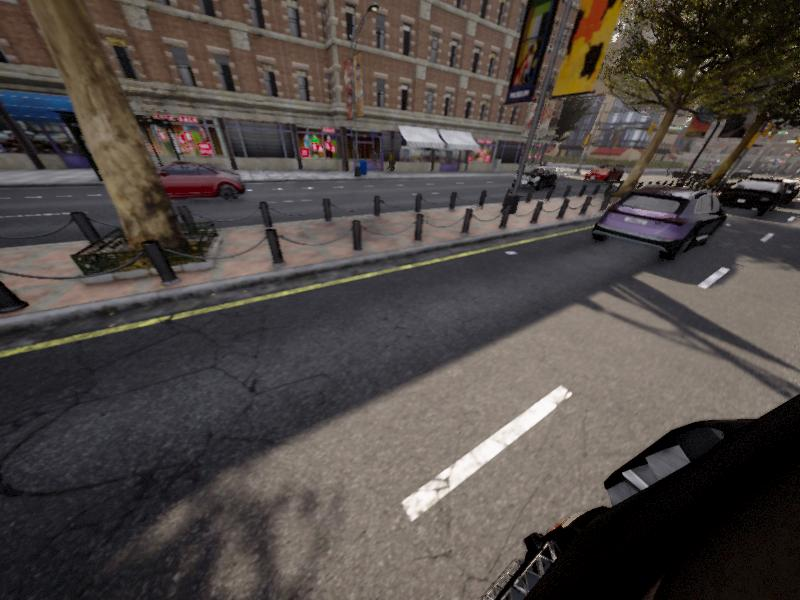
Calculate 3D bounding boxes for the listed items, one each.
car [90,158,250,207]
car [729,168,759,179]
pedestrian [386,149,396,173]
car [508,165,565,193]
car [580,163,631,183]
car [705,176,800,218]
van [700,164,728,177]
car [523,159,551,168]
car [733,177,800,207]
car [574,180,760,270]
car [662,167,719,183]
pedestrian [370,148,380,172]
[{"bbox_3d":[-8.853,-4.934,9.546,4.181,1.385,1.994,-16,38,-26],"label":"car"},{"bbox_3d":[64.352,-23.673,43.218,5.238,1.638,1.930,-16,38,-26],"label":"car"},{"bbox_3d":[-0.856,-12.951,21.529,0.751,1.860,0.751,-7,35,-15],"label":"pedestrian"},{"bbox_3d":[10.023,-8.930,16.927,3.806,1.475,1.970,-24,42,-34],"label":"car"},{"bbox_3d":[22.567,-14.012,25.397,4.611,1.667,2.242,-16,38,-26],"label":"car"},{"bbox_3d":[19.758,-5.874,12.885,5.238,1.638,1.930,-15,38,-26],"label":"car"},{"bbox_3d":[60.548,-24.961,44.568,4.442,1.987,1.775,-16,38,-26],"label":"van"},{"bbox_3d":[28.705,-28.770,48.561,1.895,1.301,4.718,-16,38,-26],"label":"car"},{"bbox_3d":[25.651,-7.483,15.916,3.806,1.475,1.970,-14,37,-24],"label":"car"},{"bbox_3d":[7.903,-2.492,6.875,4.856,1.649,2.033,-16,38,-26],"label":"car"},{"bbox_3d":[40.996,-17.873,32.801,1.837,1.490,4.892,2,33,-2],"label":"car"},{"bbox_3d":[-2.322,-13.084,21.619,0.751,1.860,0.751,-7,35,-15],"label":"pedestrian"}]
